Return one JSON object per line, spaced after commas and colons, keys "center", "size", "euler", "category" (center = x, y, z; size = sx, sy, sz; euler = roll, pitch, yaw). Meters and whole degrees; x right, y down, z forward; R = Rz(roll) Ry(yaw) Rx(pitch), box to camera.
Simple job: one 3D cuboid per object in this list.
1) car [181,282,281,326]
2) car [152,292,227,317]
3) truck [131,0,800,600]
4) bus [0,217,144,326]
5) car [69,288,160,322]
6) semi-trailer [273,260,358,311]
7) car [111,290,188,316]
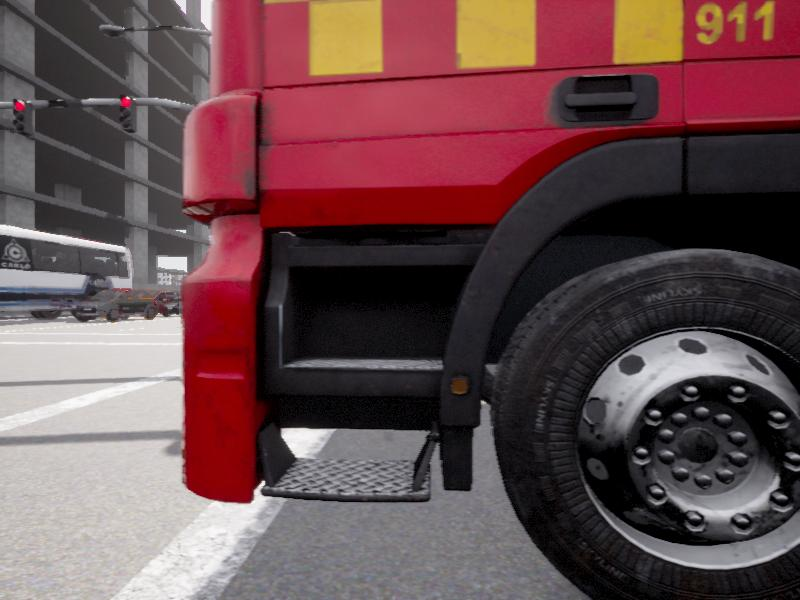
{"center": [-7.186, 0.164, 17.701], "size": [2.242, 1.667, 4.611], "euler": [0, 0, 4], "category": "car"}
{"center": [-13.621, 0.252, 26.336], "size": [2.128, 1.511, 4.902], "euler": [0, 0, 4], "category": "car"}
{"center": [3.535, -0.925, 2.311], "size": [8.468, 3.827, 2.891], "euler": [0, 0, 4], "category": "truck"}
{"center": [-17.468, -1.113, 18.749], "size": [3.944, 4.253, 10.273], "euler": [0, 0, 3], "category": "bus"}
{"center": [-14.010, 0.232, 19.921], "size": [1.789, 1.549, 3.705], "euler": [0, 0, 4], "category": "car"}
{"center": [-8.108, -1.211, 41.509], "size": [2.717, 4.402, 14.254], "euler": [0, 0, 14], "category": "semi-trailer"}
{"center": [-17.053, 0.177, 27.605], "size": [2.242, 1.667, 4.611], "euler": [0, 0, 3], "category": "car"}
